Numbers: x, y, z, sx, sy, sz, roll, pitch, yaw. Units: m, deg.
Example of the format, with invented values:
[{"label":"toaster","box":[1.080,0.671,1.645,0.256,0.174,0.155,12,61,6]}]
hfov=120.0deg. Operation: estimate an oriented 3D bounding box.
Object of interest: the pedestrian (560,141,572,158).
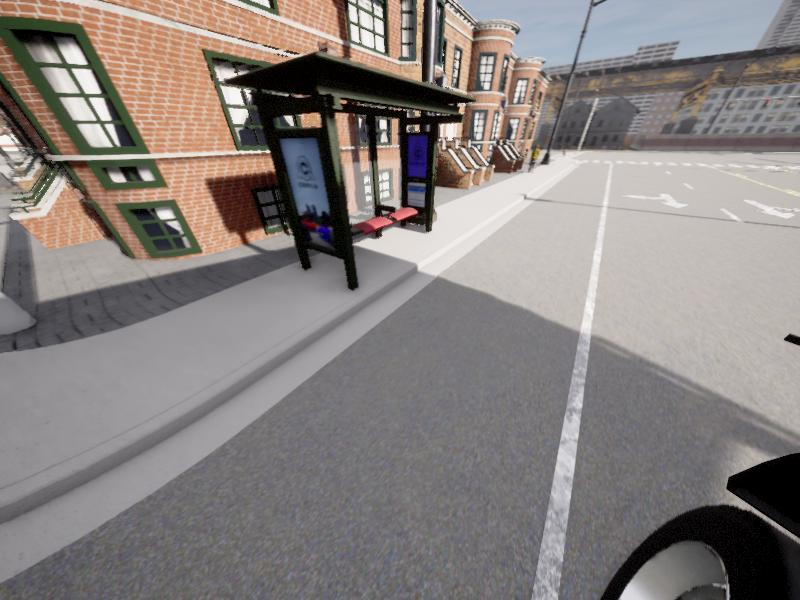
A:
[{"label":"pedestrian","box":[22.213,-20.135,30.938,0.751,1.860,0.751,20,40,27]}]

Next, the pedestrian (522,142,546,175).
[{"label":"pedestrian","box":[9.193,-9.696,15.867,0.751,1.860,0.751,26,43,33]}]
